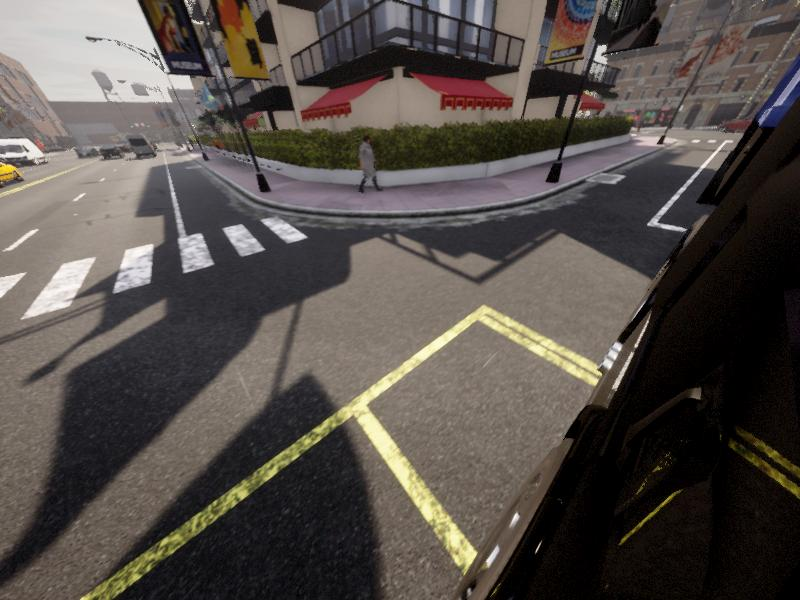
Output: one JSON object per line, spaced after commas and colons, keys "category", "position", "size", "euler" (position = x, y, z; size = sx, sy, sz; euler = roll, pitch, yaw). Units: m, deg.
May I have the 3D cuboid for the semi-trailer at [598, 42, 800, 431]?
{"category": "semi-trailer", "position": [8.699, -3.606, 4.226], "size": [14.254, 4.402, 2.717], "euler": [-28, 44, -30]}

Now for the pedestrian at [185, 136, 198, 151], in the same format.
{"category": "pedestrian", "position": [-32.843, -24.598, 36.377], "size": [0.751, 1.860, 0.751], "euler": [-24, 42, -26]}

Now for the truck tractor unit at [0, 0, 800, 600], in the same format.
{"category": "truck tractor unit", "position": [2.645, -0.295, 0.351], "size": [6.516, 4.208, 3.053], "euler": [-28, 44, -30]}

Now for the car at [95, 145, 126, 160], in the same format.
{"category": "car", "position": [-40.005, -20.556, 32.042], "size": [1.837, 1.490, 4.892], "euler": [-28, 44, -30]}

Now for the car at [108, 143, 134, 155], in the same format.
{"category": "car", "position": [-48.932, -26.628, 40.596], "size": [2.038, 1.542, 4.974], "euler": [-28, 44, -30]}

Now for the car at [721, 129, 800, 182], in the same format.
{"category": "car", "position": [16.287, -6.456, 10.064], "size": [5.357, 1.411, 2.033], "euler": [-28, 44, -30]}

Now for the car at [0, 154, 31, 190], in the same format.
{"category": "car", "position": [-26.179, -7.960, 14.439], "size": [1.801, 1.575, 5.366], "euler": [-28, 44, -30]}

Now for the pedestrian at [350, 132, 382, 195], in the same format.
{"category": "pedestrian", "position": [-1.172, -4.896, 8.357], "size": [0.751, 1.860, 0.751], "euler": [5, 38, 10]}

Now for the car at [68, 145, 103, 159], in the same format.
{"category": "car", "position": [-47.964, -22.711, 35.362], "size": [2.128, 1.511, 4.902], "euler": [-28, 44, -30]}

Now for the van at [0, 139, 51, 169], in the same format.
{"category": "van", "position": [-43.519, -16.841, 26.457], "size": [1.988, 2.561, 5.915], "euler": [-28, 44, -30]}

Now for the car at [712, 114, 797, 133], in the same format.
{"category": "car", "position": [42.310, -21.174, 27.839], "size": [2.152, 1.651, 5.027], "euler": [-13, 38, -14]}

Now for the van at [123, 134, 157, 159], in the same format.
{"category": "van", "position": [-35.724, -21.306, 31.914], "size": [1.988, 2.561, 5.915], "euler": [-28, 44, -30]}
